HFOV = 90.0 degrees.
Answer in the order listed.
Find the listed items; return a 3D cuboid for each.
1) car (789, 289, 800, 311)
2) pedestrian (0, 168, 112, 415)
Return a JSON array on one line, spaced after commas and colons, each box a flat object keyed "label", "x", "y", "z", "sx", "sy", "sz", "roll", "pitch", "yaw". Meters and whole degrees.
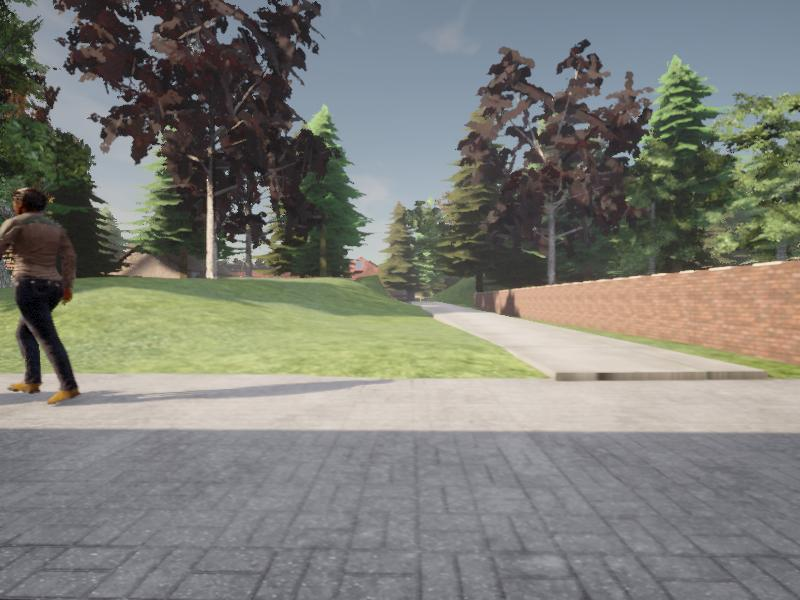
[{"label": "car", "x": 34.652, "y": 0.006, "z": 32.740, "sx": 1.905, "sy": 1.878, "sz": 3.866, "roll": 0, "pitch": 0, "yaw": 1}, {"label": "pedestrian", "x": -3.117, "y": -0.062, "z": 3.418, "sx": 0.751, "sy": 1.860, "sz": 0.751, "roll": 0, "pitch": 0, "yaw": 5}]
